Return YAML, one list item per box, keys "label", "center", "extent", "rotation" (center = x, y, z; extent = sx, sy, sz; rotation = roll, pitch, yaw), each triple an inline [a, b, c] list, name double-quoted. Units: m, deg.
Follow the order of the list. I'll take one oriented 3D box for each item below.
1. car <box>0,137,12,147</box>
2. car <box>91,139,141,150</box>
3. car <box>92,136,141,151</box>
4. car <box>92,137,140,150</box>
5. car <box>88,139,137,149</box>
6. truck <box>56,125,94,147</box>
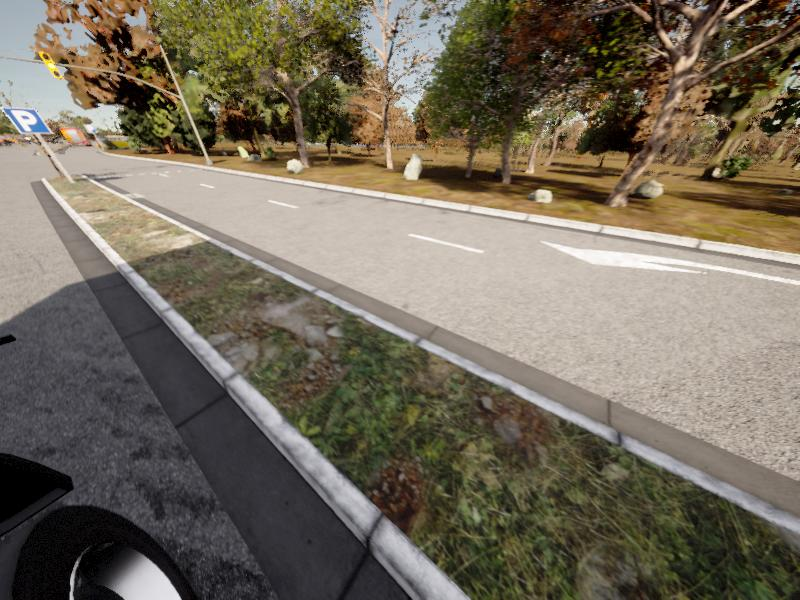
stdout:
- label: "car"
  center: [-87.234, -33.489, 48.907]
  extent: [2.185, 1.767, 4.553]
  rotation: [15, 39, 20]
- label: "car"
  center: [-52.086, -28.768, 42.612]
  extent: [1.946, 1.575, 5.366]
  rotation: [13, 37, 18]
- label: "car"
  center: [-47.736, -26.524, 39.078]
  extent: [1.878, 1.987, 4.442]
  rotation: [13, 37, 17]
- label: "car"
  center: [-49.945, -27.615, 40.781]
  extent: [2.185, 1.767, 4.553]
  rotation: [13, 37, 17]
- label: "car"
  center: [-54.429, -29.717, 43.931]
  extent: [1.946, 1.575, 5.366]
  rotation: [14, 37, 17]
- label: "truck"
  center: [-71.781, -36.361, 51.239]
  extent: [8.468, 3.827, 2.891]
  rotation: [30, 45, 35]
